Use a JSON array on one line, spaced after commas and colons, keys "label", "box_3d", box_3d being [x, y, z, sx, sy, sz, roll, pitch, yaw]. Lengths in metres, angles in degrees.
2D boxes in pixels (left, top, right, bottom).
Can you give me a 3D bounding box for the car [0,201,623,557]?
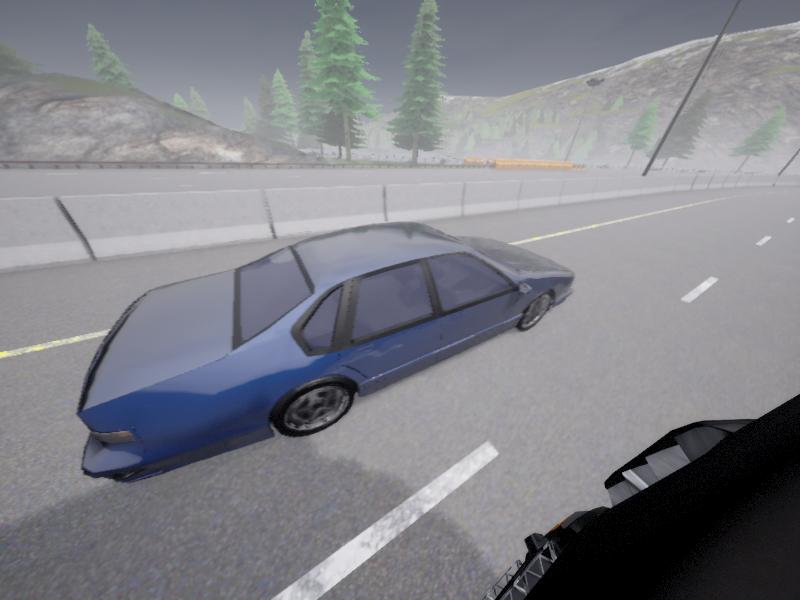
[{"label": "car", "box_3d": [0.043, -0.152, 2.943, 5.357, 1.411, 2.033, -16, 38, -26]}]
